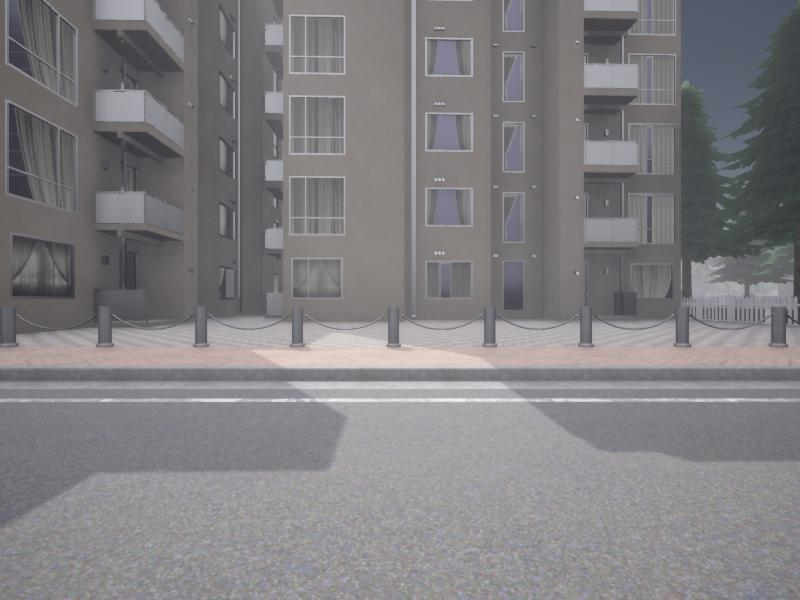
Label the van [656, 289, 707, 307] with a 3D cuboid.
[{"bbox_3d":[40.253,-0.277,57.331,5.915,2.561,1.988,0,0,-1],"label":"van"}]
